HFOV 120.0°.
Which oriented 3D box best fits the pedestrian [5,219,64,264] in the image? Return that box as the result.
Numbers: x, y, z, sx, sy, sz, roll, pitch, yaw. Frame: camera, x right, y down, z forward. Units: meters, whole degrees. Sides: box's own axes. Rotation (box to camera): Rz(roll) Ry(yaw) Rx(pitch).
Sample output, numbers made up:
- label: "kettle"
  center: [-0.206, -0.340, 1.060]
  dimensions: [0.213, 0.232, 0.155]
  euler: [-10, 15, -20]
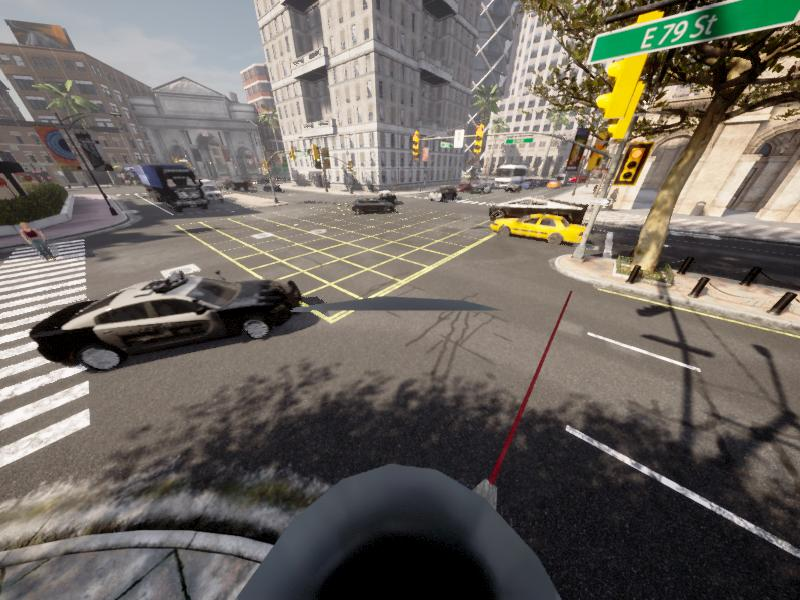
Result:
- label: "pedestrian"
  center: [-17.058, -2.743, 10.848]
  dimensions: [0.751, 1.860, 0.751]
  euler: [21, 36, 32]

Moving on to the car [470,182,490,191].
- label: "car"
  center: [16.045, -22.762, 46.134]
  dimensions: [1.895, 1.301, 4.718]
  euler: [23, 37, 34]

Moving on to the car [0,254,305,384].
- label: "car"
  center: [-5.459, 0.168, 6.072]
  dimensions: [5.238, 1.638, 1.930]
  euler: [-11, 31, -18]

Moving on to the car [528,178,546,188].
- label: "car"
  center: [30.644, -26.106, 51.601]
  dimensions: [2.152, 1.651, 5.027]
  euler: [23, 37, 34]

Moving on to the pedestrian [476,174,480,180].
- label: "pedestrian"
  center: [24.826, -39.234, 73.748]
  dimensions: [0.751, 1.860, 0.751]
  euler: [-20, 35, -30]

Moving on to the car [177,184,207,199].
- label: "car"
  center: [-31.093, -16.241, 34.507]
  dimensions: [4.856, 1.649, 2.033]
  euler: [23, 37, 34]

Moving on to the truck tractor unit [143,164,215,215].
- label: "truck tractor unit"
  center: [-22.818, -11.602, 23.877]
  dimensions: [6.516, 4.208, 3.053]
  euler: [23, 37, 34]

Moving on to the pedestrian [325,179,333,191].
- label: "pedestrian"
  center: [-13.156, -21.342, 42.757]
  dimensions: [0.751, 1.860, 0.751]
  euler: [26, 39, 37]

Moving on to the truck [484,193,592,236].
- label: "truck"
  center: [10.046, -6.610, 17.352]
  dimensions: [6.274, 2.098, 2.390]
  euler: [23, 37, 34]

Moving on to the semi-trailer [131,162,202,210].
- label: "semi-trailer"
  center: [-28.862, -14.238, 28.250]
  dimensions: [14.254, 4.402, 2.717]
  euler: [23, 37, 34]

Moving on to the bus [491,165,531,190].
- label: "bus"
  center: [23.050, -25.381, 47.727]
  dimensions: [3.944, 4.253, 10.273]
  euler: [23, 36, 34]

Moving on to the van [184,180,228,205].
- label: "van"
  center: [-25.231, -14.113, 30.022]
  dimensions: [6.366, 2.431, 2.351]
  euler: [23, 37, 34]

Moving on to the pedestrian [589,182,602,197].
- label: "pedestrian"
  center: [28.911, -16.381, 34.164]
  dimensions: [0.751, 1.860, 0.751]
  euler: [24, 38, 36]

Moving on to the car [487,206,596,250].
- label: "car"
  center: [8.604, -4.701, 14.567]
  dimensions: [5.366, 1.575, 1.801]
  euler: [23, 37, 34]

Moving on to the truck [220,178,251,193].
- label: "truck"
  center: [-30.864, -21.583, 43.289]
  dimensions: [6.274, 2.098, 2.390]
  euler: [23, 37, 34]

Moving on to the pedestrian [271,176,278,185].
- label: "pedestrian"
  center: [-29.729, -28.177, 54.597]
  dimensions: [0.751, 1.860, 0.751]
  euler: [2, 30, 4]

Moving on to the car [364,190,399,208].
- label: "car"
  center: [-2.086, -11.978, 27.275]
  dimensions: [1.970, 1.475, 3.806]
  euler: [23, 37, 34]

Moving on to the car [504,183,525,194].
- label: "car"
  center: [20.370, -19.889, 41.158]
  dimensions: [1.895, 1.301, 4.718]
  euler: [23, 37, 34]

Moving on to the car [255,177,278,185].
- label: "car"
  center: [-35.157, -31.475, 60.894]
  dimensions: [2.033, 1.649, 4.856]
  euler: [10, 31, 18]

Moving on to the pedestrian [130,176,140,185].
- label: "pedestrian"
  center: [-64.879, -29.286, 56.518]
  dimensions: [0.751, 1.860, 0.751]
  euler: [-7, 31, -12]

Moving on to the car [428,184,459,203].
- label: "car"
  center: [5.801, -14.152, 30.634]
  dimensions: [1.932, 1.855, 4.605]
  euler: [23, 38, 34]

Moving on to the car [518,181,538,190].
- label: "car"
  center: [26.002, -23.251, 46.881]
  dimensions: [2.033, 1.411, 5.357]
  euler: [23, 37, 34]

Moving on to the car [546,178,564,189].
- label: "car"
  center: [33.185, -24.944, 49.417]
  dimensions: [2.097, 1.767, 4.553]
  euler: [23, 37, 34]

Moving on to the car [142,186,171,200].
- label: "car"
  center: [-36.269, -16.025, 34.373]
  dimensions: [5.357, 1.411, 2.033]
  euler: [23, 37, 34]

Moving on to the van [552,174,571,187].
- label: "van"
  center: [37.843, -28.026, 54.010]
  dimensions: [1.988, 2.561, 5.915]
  euler: [23, 37, 34]

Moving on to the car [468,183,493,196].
- label: "car"
  center: [13.630, -18.693, 38.852]
  dimensions: [2.038, 1.542, 4.974]
  euler: [23, 37, 34]

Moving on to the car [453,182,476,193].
- label: "car"
  center: [11.636, -20.187, 41.527]
  dimensions: [1.812, 1.442, 4.674]
  euler: [23, 37, 34]

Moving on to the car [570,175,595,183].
- label: "car"
  center: [51.022, -33.897, 64.678]
  dimensions: [5.566, 2.045, 2.150]
  euler: [-8, 31, -14]

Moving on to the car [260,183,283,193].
- label: "car"
  center: [-23.300, -20.363, 41.907]
  dimensions: [4.181, 1.385, 1.994]
  euler: [23, 37, 34]

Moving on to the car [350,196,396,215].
- label: "car"
  center: [-2.640, -9.264, 22.575]
  dimensions: [4.193, 1.474, 1.816]
  euler: [-4, 30, -8]

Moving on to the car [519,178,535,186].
- label: "car"
  center: [31.312, -29.127, 56.929]
  dimensions: [2.007, 1.525, 4.514]
  euler: [23, 37, 34]
